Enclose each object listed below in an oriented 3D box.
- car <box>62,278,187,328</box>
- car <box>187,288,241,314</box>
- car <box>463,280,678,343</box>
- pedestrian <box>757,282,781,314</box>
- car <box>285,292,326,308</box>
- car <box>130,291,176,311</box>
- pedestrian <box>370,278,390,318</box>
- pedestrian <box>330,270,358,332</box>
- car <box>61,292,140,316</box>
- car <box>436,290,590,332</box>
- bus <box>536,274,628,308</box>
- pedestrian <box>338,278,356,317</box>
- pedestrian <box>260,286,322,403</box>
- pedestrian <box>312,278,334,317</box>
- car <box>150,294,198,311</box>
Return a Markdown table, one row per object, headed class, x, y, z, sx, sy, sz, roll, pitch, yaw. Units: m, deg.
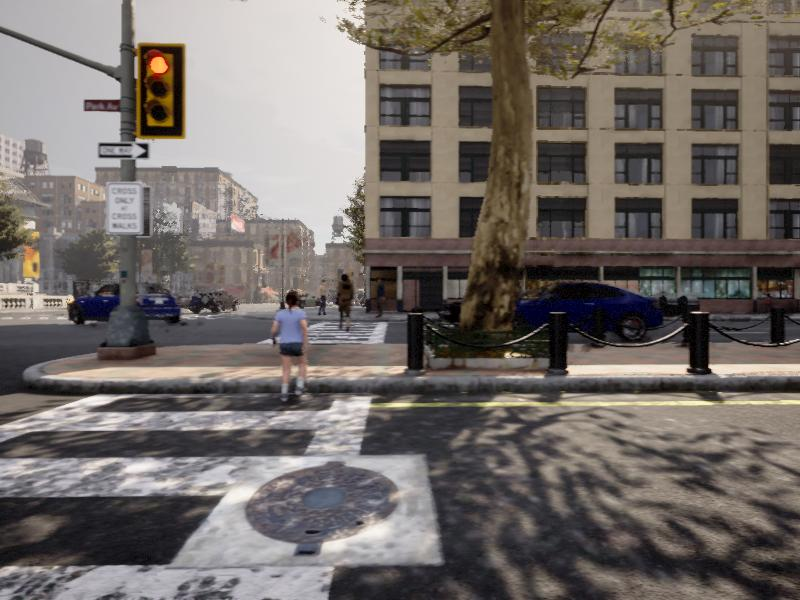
| class | x | y | z | sx | sy | sz | roll | pitch | yaw |
| --- | --- | --- | --- | --- | --- | --- | --- | --- | --- |
| car | -11.066 | 0.101 | 16.077 | 4.553 | 1.767 | 2.097 | 0 | 0 | 25 |
| car | -14.000 | 0.060 | 30.410 | 1.932 | 1.855 | 4.605 | 0 | 0 | 0 |
| car | 4.093 | 0.270 | 10.121 | 4.674 | 1.442 | 1.812 | 0 | 0 | -1 |
| pedestrian | 21.390 | -0.120 | 23.206 | 0.751 | 1.860 | 0.751 | 0 | 0 | 4 |
| car | -11.321 | 0.059 | 48.227 | 1.932 | 1.855 | 4.605 | -2 | -2 | 38 |
| car | -24.668 | 0.065 | 40.167 | 1.932 | 1.855 | 4.605 | 0 | 0 | -1 |
| pedestrian | -0.962 | -0.112 | 19.105 | 0.751 | 1.860 | 0.751 | 0 | 0 | -22 |
| pedestrian | -1.750 | 0.040 | 12.436 | 0.751 | 1.860 | 0.751 | 0 | 0 | -19 |
| car | -20.928 | 0.234 | 28.289 | 1.882 | 1.535 | 5.008 | 0 | 0 | -1 |
| car | 3.680 | 0.344 | 13.628 | 4.718 | 1.301 | 1.895 | 0 | 0 | -1 |
| bus | 23.533 | -1.137 | 52.219 | 10.273 | 4.253 | 3.944 | 0 | 0 | -1 |
| pedestrian | -2.561 | -0.112 | 19.329 | 0.751 | 1.860 | 0.751 | 0 | 0 | -20 |
| pedestrian | -1.080 | 0.419 | 4.024 | 0.500 | 1.100 | 0.500 | 0 | 0 | -3 |
| pedestrian | -3.806 | -0.111 | 19.789 | 0.751 | 1.860 | 0.751 | 0 | 0 | 29 |
| car | -21.120 | 0.241 | 37.647 | 2.007 | 1.525 | 4.514 | 0 | 0 | -1 |
